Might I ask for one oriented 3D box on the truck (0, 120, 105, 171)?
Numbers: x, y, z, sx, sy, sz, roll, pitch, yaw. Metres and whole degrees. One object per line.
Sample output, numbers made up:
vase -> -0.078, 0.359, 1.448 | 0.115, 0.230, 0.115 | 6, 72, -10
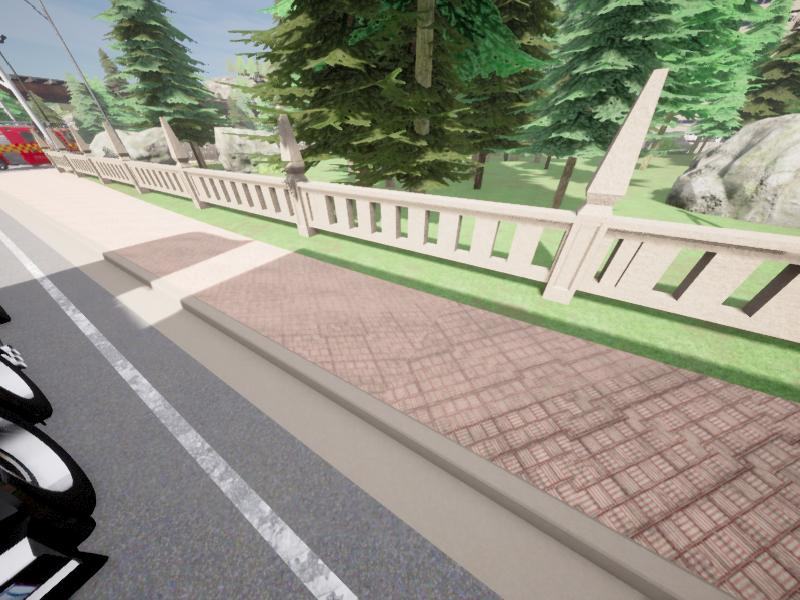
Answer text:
truck -> -36.829, -15.131, 22.648 | 2.891, 3.827, 8.468 | 18, 39, 25

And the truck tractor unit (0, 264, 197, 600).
truck tractor unit -> -5.111, -0.301, 0.780 | 6.516, 4.208, 3.053 | 18, 39, 24
